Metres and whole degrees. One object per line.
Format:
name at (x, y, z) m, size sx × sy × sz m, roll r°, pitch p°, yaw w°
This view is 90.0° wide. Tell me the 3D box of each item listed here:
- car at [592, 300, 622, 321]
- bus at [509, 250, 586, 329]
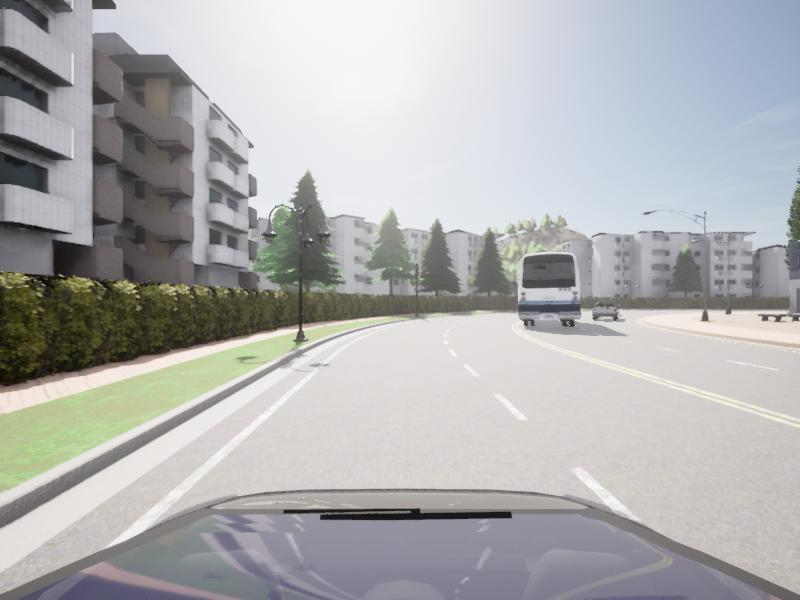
car at (17.030, 0.795, 32.875) m, size 1.851 × 1.617 × 3.988 m, roll 0°, pitch 0°, yaw 32°
bus at (9.759, -0.527, 26.862) m, size 3.944 × 4.253 × 10.273 m, roll -1°, pitch 0°, yaw 19°
